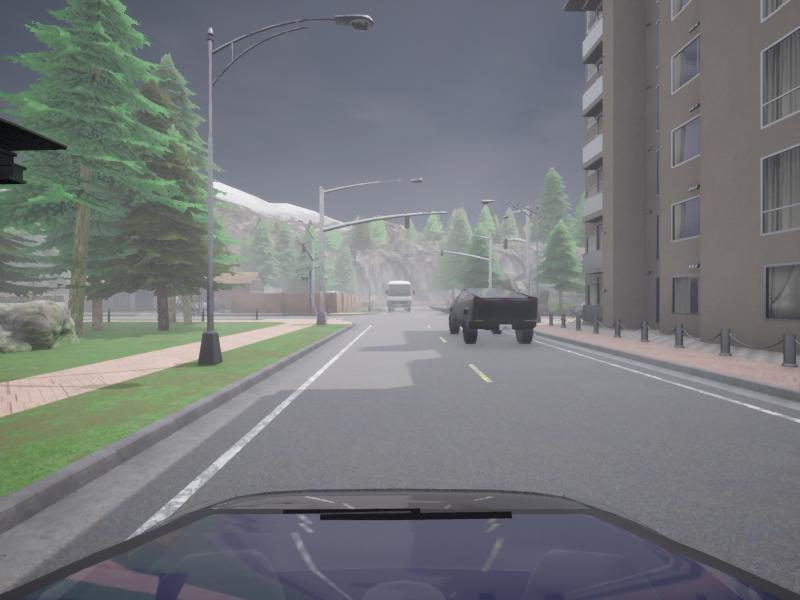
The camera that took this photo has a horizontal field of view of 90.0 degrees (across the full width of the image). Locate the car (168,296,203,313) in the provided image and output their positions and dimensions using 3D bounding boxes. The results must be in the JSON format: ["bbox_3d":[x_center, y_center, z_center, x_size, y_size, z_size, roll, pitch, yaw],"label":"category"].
[{"bbox_3d":[-24.091,0.505,45.073,1.905,1.878,3.866,0,0,-1],"label":"car"}]

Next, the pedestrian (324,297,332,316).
[{"bbox_3d":[-6.894,0.623,38.174,0.751,1.860,0.751,0,0,-11],"label":"pedestrian"}]

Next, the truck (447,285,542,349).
[{"bbox_3d":[3.475,0.543,16.256,2.390,2.098,6.274,0,0,0],"label":"truck"}]

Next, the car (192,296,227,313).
[{"bbox_3d":[-21.587,0.503,45.523,1.932,1.855,4.605,0,0,-1],"label":"car"}]

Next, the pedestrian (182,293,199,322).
[{"bbox_3d":[-13.712,0.471,26.188,0.751,1.860,0.751,0,0,0],"label":"pedestrian"}]

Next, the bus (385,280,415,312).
[{"bbox_3d":[0.035,-0.534,57.845,3.944,4.253,10.273,0,0,0],"label":"bus"}]
